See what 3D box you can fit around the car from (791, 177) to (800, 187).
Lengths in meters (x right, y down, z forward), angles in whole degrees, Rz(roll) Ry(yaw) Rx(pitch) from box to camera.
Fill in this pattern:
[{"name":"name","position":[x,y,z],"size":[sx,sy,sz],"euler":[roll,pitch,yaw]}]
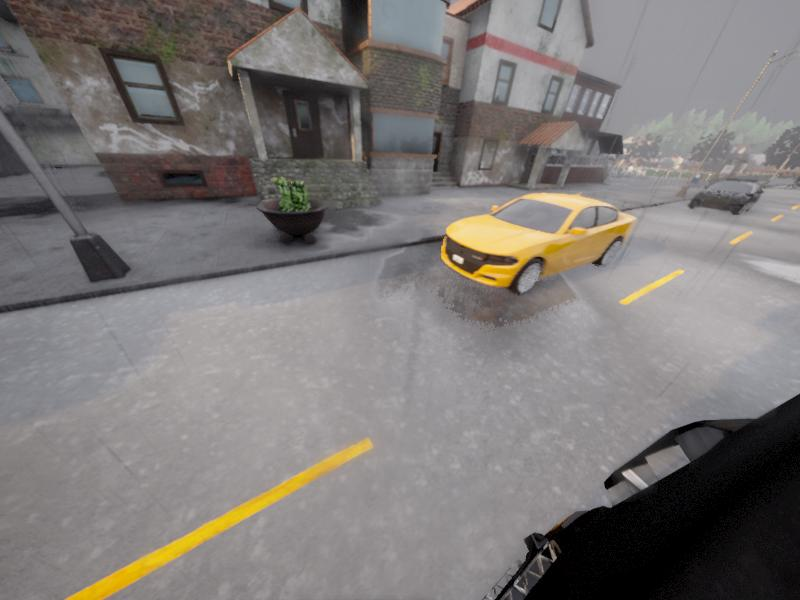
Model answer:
[{"name":"car","position":[59.742,-17.189,33.607],"size":[5.357,1.411,2.033],"euler":[-15,38,-26]}]

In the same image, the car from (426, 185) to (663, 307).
[{"name":"car","position":[3.277,-1.571,5.237],"size":[5.008,1.535,1.882],"euler":[-15,38,-26]}]

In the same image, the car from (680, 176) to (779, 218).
[{"name":"car","position":[18.317,-5.840,12.835],"size":[5.238,1.638,1.930],"euler":[-16,38,-27]}]

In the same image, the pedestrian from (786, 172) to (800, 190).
[{"name":"pedestrian","position":[49.507,-14.810,28.723],"size":[0.751,1.860,0.751],"euler":[-18,39,-29]}]
